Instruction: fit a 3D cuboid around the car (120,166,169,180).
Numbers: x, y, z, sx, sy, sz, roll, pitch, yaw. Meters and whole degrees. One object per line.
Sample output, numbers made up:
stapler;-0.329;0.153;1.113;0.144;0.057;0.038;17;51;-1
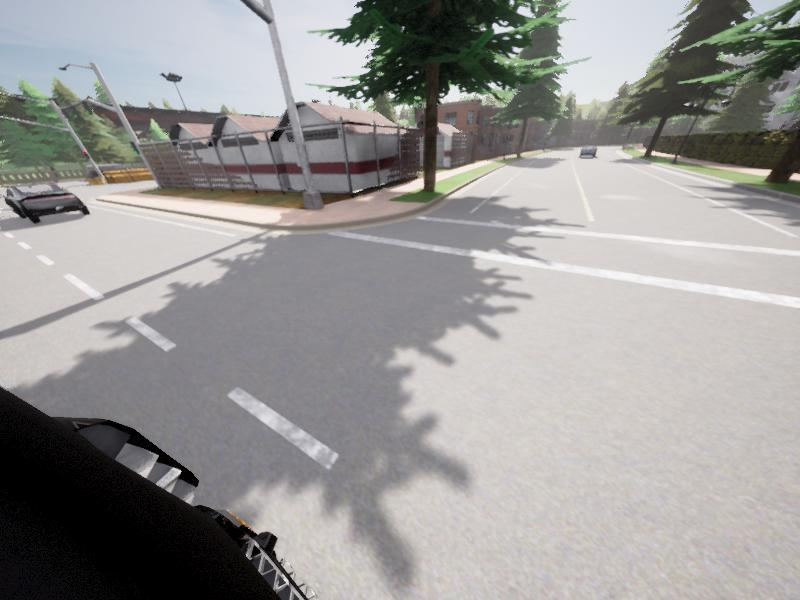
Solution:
car;-37.163;-18.523;33.722;1.994;1.385;4.181;14;37;24

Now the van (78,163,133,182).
van;-44.304;-19.308;34.899;1.775;1.987;4.442;14;37;23

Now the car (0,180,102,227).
car;-17.610;-4.892;11.399;4.902;1.511;2.128;15;37;25

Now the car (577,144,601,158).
car;25.798;-20.401;31.651;2.033;1.411;5.357;18;39;29
